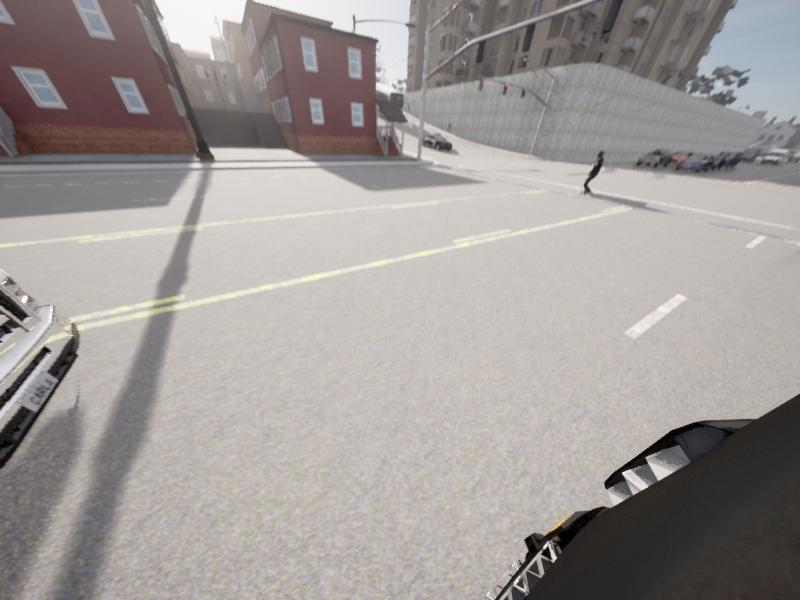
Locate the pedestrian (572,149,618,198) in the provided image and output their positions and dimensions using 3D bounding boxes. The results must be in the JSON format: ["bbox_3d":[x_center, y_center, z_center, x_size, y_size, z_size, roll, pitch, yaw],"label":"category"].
[{"bbox_3d":[8.943,-5.821,10.643,0.751,1.860,0.751,-25,44,-32],"label":"pedestrian"}]

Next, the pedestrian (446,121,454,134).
[{"bbox_3d":[8.635,-30.083,40.257,0.751,1.860,0.751,-17,41,-26],"label":"pedestrian"}]

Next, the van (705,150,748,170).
[{"bbox_3d":[42.343,-18.157,29.954,4.442,1.987,1.775,-17,41,-25],"label":"van"}]

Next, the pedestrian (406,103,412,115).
[{"bbox_3d":[1.811,-39.671,47.982,0.751,1.860,0.751,-22,43,-30],"label":"pedestrian"}]

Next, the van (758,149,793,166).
[{"bbox_3d":[72.104,-27.448,44.381,5.915,2.561,1.988,-17,41,-25],"label":"van"}]

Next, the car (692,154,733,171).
[{"bbox_3d":[37.421,-16.480,27.682,3.633,1.501,1.845,-17,41,-25],"label":"car"}]

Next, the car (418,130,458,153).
[{"bbox_3d":[4.683,-20.052,29.195,1.930,1.638,5.238,-17,46,-25],"label":"car"}]

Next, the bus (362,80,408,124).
[{"bbox_3d":[-3.185,-36.688,42.702,3.944,4.253,10.273,-17,53,-25],"label":"bus"}]

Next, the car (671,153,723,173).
[{"bbox_3d":[32.403,-14.991,25.190,4.856,1.649,2.033,-17,41,-25],"label":"car"}]

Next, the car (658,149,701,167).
[{"bbox_3d":[37.177,-18.886,30.745,4.553,1.767,2.097,-17,41,-25],"label":"car"}]

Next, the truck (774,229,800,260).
[{"bbox_3d":[12.741,-1.979,5.170,5.204,2.467,2.627,-11,38,-18],"label":"truck"}]

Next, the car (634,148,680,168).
[{"bbox_3d":[30.500,-16.889,27.443,4.605,1.855,1.932,-17,41,-25],"label":"car"}]

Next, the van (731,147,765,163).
[{"bbox_3d":[70.928,-29.466,47.068,5.915,2.561,1.988,-17,41,-25],"label":"van"}]
